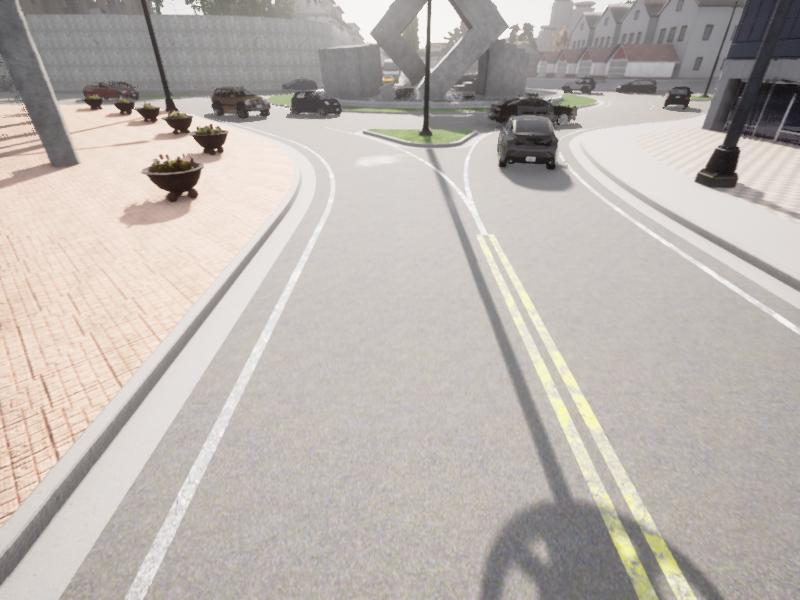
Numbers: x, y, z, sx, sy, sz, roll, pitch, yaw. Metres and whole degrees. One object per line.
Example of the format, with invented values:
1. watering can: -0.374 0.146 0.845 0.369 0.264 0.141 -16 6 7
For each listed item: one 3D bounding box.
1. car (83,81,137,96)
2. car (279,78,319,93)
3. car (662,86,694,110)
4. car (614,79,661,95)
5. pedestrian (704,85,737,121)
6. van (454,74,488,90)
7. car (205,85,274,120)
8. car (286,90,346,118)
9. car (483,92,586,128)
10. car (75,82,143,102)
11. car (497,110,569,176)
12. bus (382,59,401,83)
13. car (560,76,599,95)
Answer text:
1. car: -34.060 -24.911 47.126 4.514 1.525 2.007 -2 30 -4
2. car: -14.256 -30.448 56.708 5.027 1.651 2.152 -25 38 -35
3. car: 23.318 -17.023 33.556 1.789 1.549 3.705 18 35 27
4. car: 29.704 -26.801 50.288 4.611 1.667 2.242 11 32 18
5. pedestrian: 19.318 -11.888 24.128 0.751 1.860 0.751 -17 34 -26
6. van: 10.460 -32.144 58.969 4.442 1.987 1.775 13 33 20
7. car: -10.939 -13.472 27.166 4.605 1.855 1.932 22 37 33
8. car: -5.874 -13.763 28.005 3.633 1.501 1.845 16 34 26
9. car: 7.784 -11.187 23.494 5.238 1.638 1.930 -5 31 -8
10. car: -28.987 -20.816 39.962 5.027 1.651 2.152 4 31 6
11. car: 4.600 -5.861 14.536 1.837 1.490 4.892 6 31 10
12. bus: -1.705 -49.576 86.474 3.944 4.253 10.273 0 30 1
13. car: 22.530 -26.991 50.282 3.866 1.878 1.905 22 37 33
